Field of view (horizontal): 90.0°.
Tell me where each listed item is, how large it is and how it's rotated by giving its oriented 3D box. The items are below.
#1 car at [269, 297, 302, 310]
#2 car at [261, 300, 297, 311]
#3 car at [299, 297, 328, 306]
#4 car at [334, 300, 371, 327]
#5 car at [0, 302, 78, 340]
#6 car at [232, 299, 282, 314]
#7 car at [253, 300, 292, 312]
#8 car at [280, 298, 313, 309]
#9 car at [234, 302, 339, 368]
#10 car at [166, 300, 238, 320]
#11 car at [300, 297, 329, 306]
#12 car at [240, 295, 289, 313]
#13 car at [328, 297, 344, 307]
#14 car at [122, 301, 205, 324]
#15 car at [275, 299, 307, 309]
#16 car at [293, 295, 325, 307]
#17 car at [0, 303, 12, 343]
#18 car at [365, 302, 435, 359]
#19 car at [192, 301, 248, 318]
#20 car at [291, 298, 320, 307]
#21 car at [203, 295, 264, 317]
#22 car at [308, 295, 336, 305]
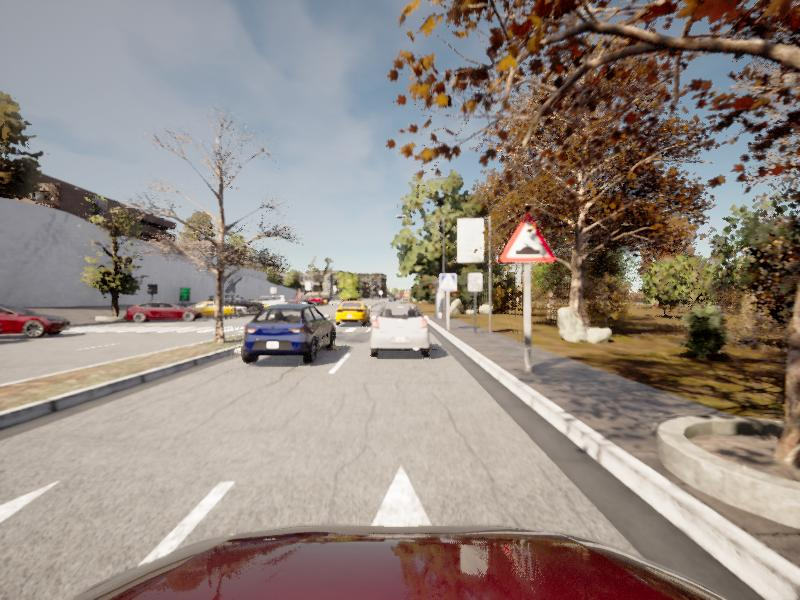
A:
[{"bbox_3d":[-16.849,0.499,58.753,4.553,1.767,2.185,-1,1,-20],"label":"car"},{"bbox_3d":[-16.821,0.709,55.766,4.674,1.452,2.002,-1,0,-20],"label":"car"},{"bbox_3d":[-16.629,0.332,76.835,5.366,1.575,1.946,-1,1,-20],"label":"car"},{"bbox_3d":[-2.993,0.810,26.250,1.882,1.535,5.008,0,0,0],"label":"car"},{"bbox_3d":[-16.822,0.858,16.738,4.792,1.488,2.163,-1,0,-20],"label":"car"},{"bbox_3d":[-16.654,0.753,46.815,5.366,1.575,1.946,-1,0,-20],"label":"car"},{"bbox_3d":[-16.847,0.731,52.742,4.792,1.488,2.163,-1,1,-20],"label":"car"},{"bbox_3d":[-16.805,0.533,64.765,5.008,1.535,2.097,-1,1,-20],"label":"car"},{"bbox_3d":[-2.999,0.835,11.496,1.816,1.474,4.193,0,1,0],"label":"car"},{"bbox_3d":[-17.006,0.814,34.668,5.366,1.575,1.946,-1,0,-20],"label":"car"},{"bbox_3d":[-16.974,0.296,79.702,5.366,1.575,1.946,-1,1,-20],"label":"car"},{"bbox_3d":[-16.852,0.482,49.740,5.566,2.045,2.435,-1,1,-20],"label":"car"},{"bbox_3d":[-11.735,0.383,73.471,2.242,1.667,4.611,0,1,0],"label":"car"},{"bbox_3d":[-16.813,0.851,28.744,4.792,1.488,2.163,-1,0,-20],"label":"car"},{"bbox_3d":[-16.817,0.620,61.766,4.674,1.452,2.002,-1,1,-20],"label":"car"},{"bbox_3d":[-16.784,0.134,73.780,5.566,2.045,2.435,-1,1,-20],"label":"car"},{"bbox_3d":[-16.846,0.870,13.720,4.674,1.452,2.002,-1,0,-20],"label":"car"},{"bbox_3d":[0.002,0.813,12.484,1.845,1.501,3.633,0,0,0],"label":"car"},{"bbox_3d":[-16.837,0.847,37.741,4.674,1.452,2.002,-1,0,-20],"label":"car"},{"bbox_3d":[-16.781,0.462,70.782,4.792,1.488,2.163,-1,1,-20],"label":"car"},{"bbox_3d":[-16.808,0.547,40.760,5.566,2.045,2.435,-1,0,-20],"label":"car"},{"bbox_3d":[-16.824,-0.036,85.749,5.566,2.045,2.435,-1,1,-20],"label":"car"}]
